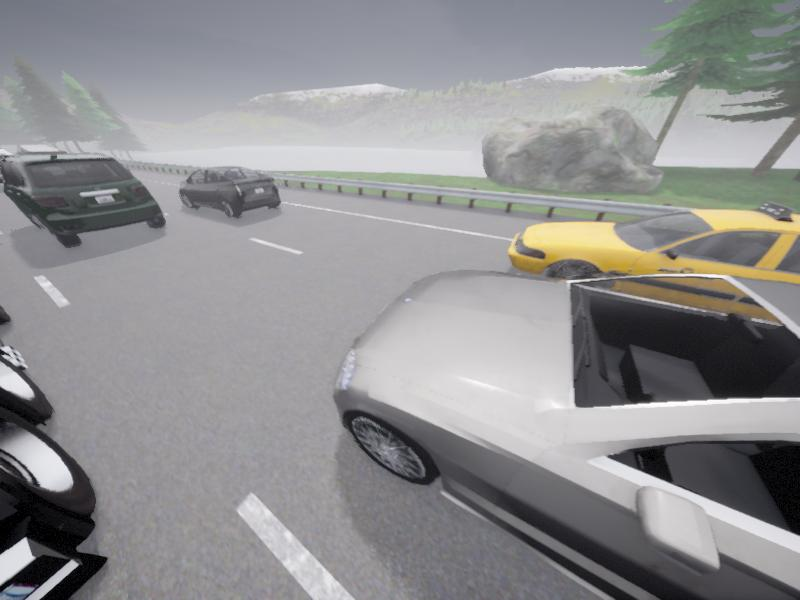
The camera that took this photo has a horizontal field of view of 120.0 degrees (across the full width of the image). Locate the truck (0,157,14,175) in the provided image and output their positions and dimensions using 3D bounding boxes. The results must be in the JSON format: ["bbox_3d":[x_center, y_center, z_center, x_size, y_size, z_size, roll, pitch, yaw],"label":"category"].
[{"bbox_3d":[-37.033,-12.250,19.861,5.204,2.467,2.627,18,39,24],"label":"truck"}]

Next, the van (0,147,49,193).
[{"bbox_3d":[-23.900,-7.807,13.710,4.480,2.038,2.069,18,39,24],"label":"van"}]

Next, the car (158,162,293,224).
[{"bbox_3d":[-6.732,-4.324,8.970,4.514,1.525,2.007,18,39,24],"label":"car"}]

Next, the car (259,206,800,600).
[{"bbox_3d":[1.935,0.760,1.481,5.027,1.651,2.152,18,39,25],"label":"car"}]

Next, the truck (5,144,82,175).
[{"bbox_3d":[-32.861,-13.050,21.294,6.274,2.098,2.390,18,39,24],"label":"truck"}]

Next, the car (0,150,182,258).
[{"bbox_3d":[-9.614,-3.170,6.884,5.566,2.045,2.150,18,39,25],"label":"car"}]

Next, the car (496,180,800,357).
[{"bbox_3d":[4.621,-0.658,3.530,5.366,1.575,1.801,18,39,25],"label":"car"}]

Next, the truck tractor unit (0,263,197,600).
[{"bbox_3d":[-5.113,-0.297,0.790,6.516,4.208,3.053,18,39,24],"label":"truck tractor unit"}]

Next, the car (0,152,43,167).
[{"bbox_3d":[-44.460,-16.491,27.067,4.718,1.301,1.895,18,39,24],"label":"car"}]

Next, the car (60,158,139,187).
[{"bbox_3d":[-19.998,-8.541,15.376,4.718,1.301,1.895,18,39,24],"label":"car"}]
